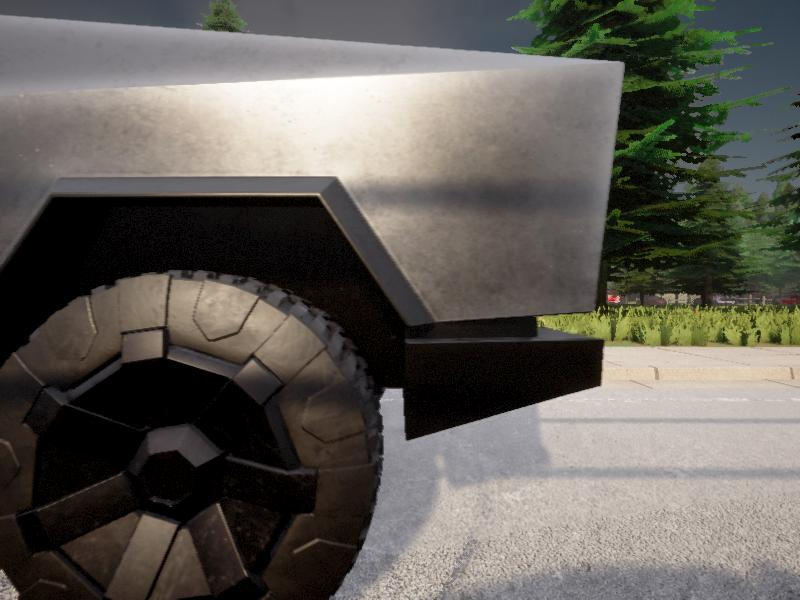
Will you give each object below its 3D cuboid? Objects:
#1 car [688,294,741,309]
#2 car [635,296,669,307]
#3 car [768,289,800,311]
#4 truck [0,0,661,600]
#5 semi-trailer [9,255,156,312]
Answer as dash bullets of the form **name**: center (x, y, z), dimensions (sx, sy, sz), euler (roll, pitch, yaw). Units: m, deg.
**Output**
- **car**: center (34.804, 0.152, 44.469), dimensions (2.033, 1.649, 4.856), euler (0, 0, 1)
- **car**: center (34.920, 0.243, 55.573), dimensions (1.812, 1.442, 4.674), euler (0, 0, 0)
- **car**: center (34.650, 0.020, 34.662), dimensions (1.905, 1.878, 3.866), euler (0, 0, 1)
- **truck**: center (-2.499, -0.059, 2.170), dimensions (6.274, 2.098, 2.390), euler (0, 0, 0)
- **semi-trailer**: center (-28.970, -1.245, 38.111), dimensions (2.717, 4.402, 14.254), euler (0, 0, 0)
